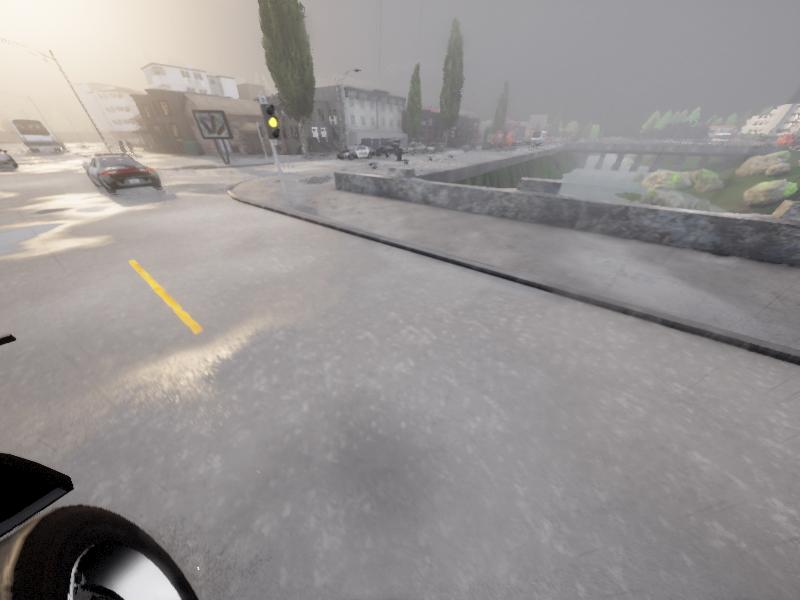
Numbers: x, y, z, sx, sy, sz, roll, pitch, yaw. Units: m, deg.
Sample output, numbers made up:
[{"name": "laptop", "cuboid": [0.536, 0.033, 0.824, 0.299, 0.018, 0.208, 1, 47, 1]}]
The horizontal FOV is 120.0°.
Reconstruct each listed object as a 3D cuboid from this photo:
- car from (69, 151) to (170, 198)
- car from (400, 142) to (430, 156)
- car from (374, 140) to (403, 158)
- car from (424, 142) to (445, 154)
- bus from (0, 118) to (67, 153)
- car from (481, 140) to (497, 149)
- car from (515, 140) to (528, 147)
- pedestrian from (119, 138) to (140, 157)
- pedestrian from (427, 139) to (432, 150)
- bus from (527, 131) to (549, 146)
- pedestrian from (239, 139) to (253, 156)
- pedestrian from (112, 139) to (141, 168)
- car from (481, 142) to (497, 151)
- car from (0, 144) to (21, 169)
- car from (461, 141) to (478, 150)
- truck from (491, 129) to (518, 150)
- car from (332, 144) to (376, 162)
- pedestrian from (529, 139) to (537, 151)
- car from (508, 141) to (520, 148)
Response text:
[{"name": "car", "cuboid": [-14.075, -6.431, 11.578, 4.974, 1.542, 2.038, 23, 41, 29]}, {"name": "car", "cuboid": [2.333, -23.655, 36.037, 2.152, 1.651, 5.027, 23, 41, 29]}, {"name": "car", "cuboid": [-1.483, -20.751, 31.657, 1.905, 1.878, 3.866, 23, 41, 29]}, {"name": "car", "cuboid": [6.084, -26.618, 40.278, 1.851, 1.617, 3.988, 23, 41, 29]}, {"name": "bus", "cuboid": [-60.149, -26.995, 37.984, 10.273, 4.253, 3.944, 23, 41, 29]}, {"name": "car", "cuboid": [22.922, -39.900, 59.205, 1.930, 1.638, 5.238, 23, 41, 29]}, {"name": "car", "cuboid": [35.800, -46.113, 68.154, 2.038, 1.542, 4.974, 23, 41, 29]}, {"name": "pedestrian", "cuboid": [-33.234, -18.780, 28.417, 0.751, 1.860, 0.751, 20, 40, 26]}, {"name": "pedestrian", "cuboid": [6.108, -32.136, 47.655, 0.751, 1.860, 0.751, 19, 39, 24]}, {"name": "bus", "cuboid": [50.005, -58.516, 83.528, 3.944, 4.253, 10.273, 23, 41, 29]}, {"name": "pedestrian", "cuboid": [-19.974, -19.849, 30.043, 0.751, 1.860, 0.751, -7, 36, -10]}, {"name": "pedestrian", "cuboid": [-21.950, -11.757, 18.539, 0.751, 1.860, 0.751, 30, 45, 35]}, {"name": "car", "cuboid": [19.091, -32.896, 49.392, 1.816, 1.474, 4.193, 23, 41, 29]}, {"name": "car", "cuboid": [-33.970, -12.006, 19.254, 3.988, 1.617, 1.851, 23, 41, 28]}, {"name": "car", "cuboid": [15.245, -33.837, 50.581, 1.851, 1.617, 3.988, 23, 41, 29]}, {"name": "truck", "cuboid": [25.239, -38.694, 55.614, 2.891, 3.827, 8.468, 23, 41, 29]}, {"name": "car", "cuboid": [-5.287, -17.580, 27.446, 2.038, 1.542, 4.974, 23, 41, 29]}, {"name": "pedestrian", "cuboid": [25.792, -30.020, 44.816, 0.751, 1.860, 0.751, 29, 44, 34]}, {"name": "car", "cuboid": [31.082, -42.353, 62.880, 1.816, 1.474, 4.193, 23, 41, 29]}]
